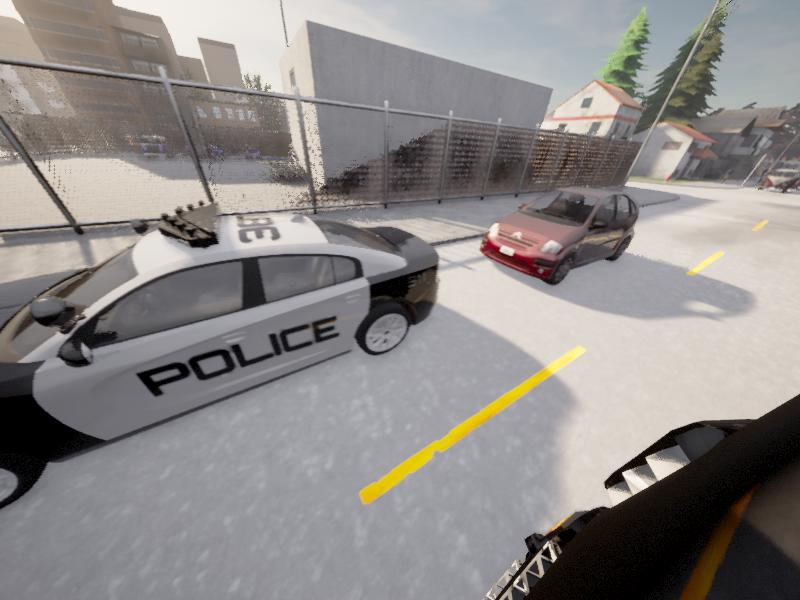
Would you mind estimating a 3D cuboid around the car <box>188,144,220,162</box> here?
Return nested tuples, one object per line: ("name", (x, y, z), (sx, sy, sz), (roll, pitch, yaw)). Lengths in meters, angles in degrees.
("car", (-21.774, -16.535, 25.867), (2.033, 1.415, 5.357), (-16, 38, -27))

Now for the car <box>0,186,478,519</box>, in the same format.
("car", (-1.924, -0.057, 2.426), (5.238, 1.638, 1.930), (-17, 38, -27))

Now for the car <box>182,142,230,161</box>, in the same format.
("car", (-21.494, -16.574, 25.816), (3.705, 1.547, 1.789), (-16, 38, -27))

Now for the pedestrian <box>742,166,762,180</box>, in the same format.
("pedestrian", (57.972, -20.893, 38.058), (0.751, 1.860, 0.751), (-4, 34, -10))

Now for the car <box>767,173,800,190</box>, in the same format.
("car", (47.086, -14.379, 27.920), (4.514, 1.525, 2.007), (-16, 38, -27))

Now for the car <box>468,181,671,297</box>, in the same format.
("car", (3.858, -1.696, 5.376), (3.988, 1.617, 1.851), (-17, 38, -27))

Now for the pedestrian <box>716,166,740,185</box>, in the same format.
("pedestrian", (37.698, -14.321, 26.577), (0.751, 1.860, 0.751), (-17, 38, -27))

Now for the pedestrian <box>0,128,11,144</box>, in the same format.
("pedestrian", (-59.607, -24.447, 34.390), (0.751, 1.860, 0.751), (-16, 38, -26))

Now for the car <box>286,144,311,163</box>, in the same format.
("car", (-13.095, -18.949, 29.758), (1.905, 1.878, 3.866), (-16, 38, -27))

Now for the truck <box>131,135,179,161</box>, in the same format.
("truck", (-25.243, -15.876, 24.039), (2.069, 2.038, 4.478), (-16, 38, -27))

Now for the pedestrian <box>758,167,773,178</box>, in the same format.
("pedestrian", (72.894, -25.458, 46.097), (0.751, 1.860, 0.751), (-16, 38, -26))

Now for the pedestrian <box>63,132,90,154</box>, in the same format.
("pedestrian", (-34.036, -16.503, 24.361), (0.751, 1.860, 0.751), (-16, 38, -26))

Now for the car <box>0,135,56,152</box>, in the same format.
("car", (-43.727, -18.317, 27.009), (2.033, 1.411, 5.357), (-16, 38, -27))

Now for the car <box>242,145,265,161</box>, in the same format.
("car", (-17.968, -17.972, 28.216), (1.845, 1.501, 3.633), (-16, 38, -27))

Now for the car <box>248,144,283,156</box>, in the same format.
("car", (-22.873, -25.506, 39.376), (4.892, 1.490, 1.837), (-17, 38, -27))

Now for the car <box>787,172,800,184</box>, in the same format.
("car", (64.784, -19.588, 37.141), (3.633, 1.501, 1.845), (-16, 38, -27))

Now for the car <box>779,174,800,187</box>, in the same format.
("car", (56.244, -17.008, 32.735), (4.181, 1.385, 1.994), (-17, 38, -27))

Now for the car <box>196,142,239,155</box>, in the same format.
("car", (-28.632, -23.855, 36.425), (4.902, 1.511, 2.128), (-17, 38, -27))

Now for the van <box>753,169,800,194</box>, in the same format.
("van", (37.652, -11.793, 22.874), (4.442, 1.987, 1.775), (-16, 38, -27))

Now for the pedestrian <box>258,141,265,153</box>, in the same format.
("pedestrian", (-25.984, -28.658, 43.331), (0.751, 1.860, 0.751), (-16, 38, -27))
